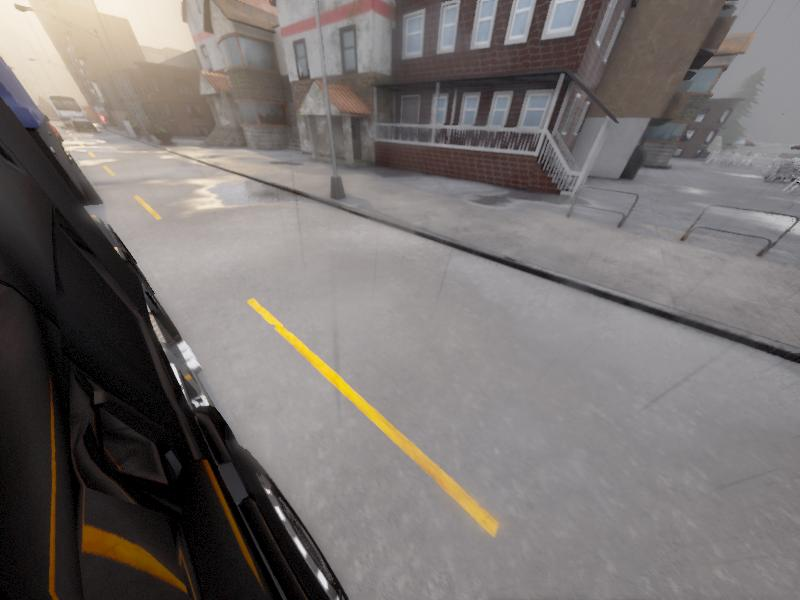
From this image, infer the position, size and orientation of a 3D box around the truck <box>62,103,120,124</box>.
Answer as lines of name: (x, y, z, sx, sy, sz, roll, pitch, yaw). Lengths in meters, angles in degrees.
truck: (-83.030, -50.209, 62.319, 2.891, 3.827, 8.468, 28, 44, 30)

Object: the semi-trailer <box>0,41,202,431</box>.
semi-trailer: (-8.704, -3.602, 4.220, 14.254, 4.402, 2.717, 28, 44, 30)

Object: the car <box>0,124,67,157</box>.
car: (-23.059, -10.026, 14.447, 4.181, 1.385, 1.994, 28, 43, 29)

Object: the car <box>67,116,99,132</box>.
car: (-45.932, -25.487, 33.445, 5.238, 1.638, 1.930, 28, 44, 30)

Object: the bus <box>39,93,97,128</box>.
bus: (-58.702, -33.285, 40.881, 10.273, 4.253, 3.944, 28, 44, 30)

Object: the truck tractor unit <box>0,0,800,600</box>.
truck tractor unit: (-2.645, -0.295, 0.351, 6.516, 4.208, 3.053, 28, 44, 30)

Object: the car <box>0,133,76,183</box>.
car: (-15.924, -6.185, 9.837, 4.718, 1.301, 1.895, 28, 44, 30)

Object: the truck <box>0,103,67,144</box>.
truck: (-30.813, -14.622, 19.184, 5.204, 2.467, 2.627, 28, 44, 30)

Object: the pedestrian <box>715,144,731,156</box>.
pedestrian: (63.394, -29.440, 45.331, 0.751, 1.860, 0.751, 18, 39, 19)
